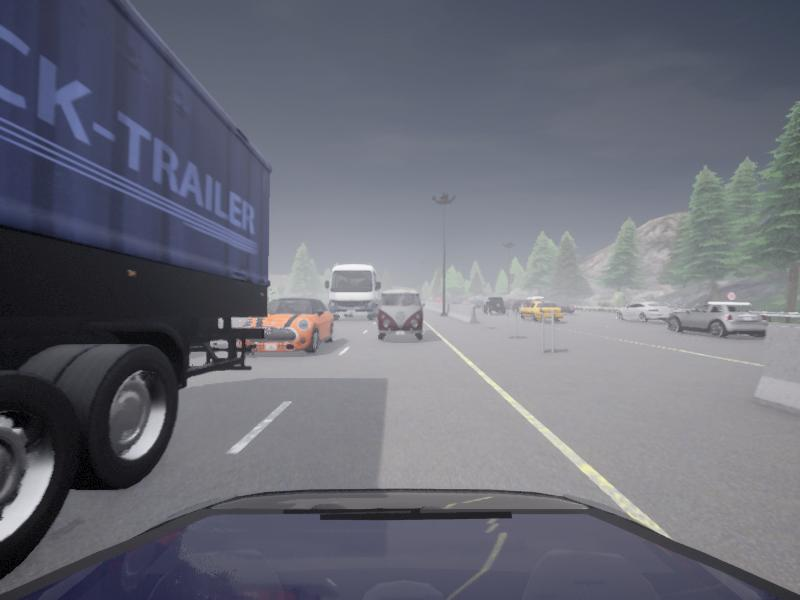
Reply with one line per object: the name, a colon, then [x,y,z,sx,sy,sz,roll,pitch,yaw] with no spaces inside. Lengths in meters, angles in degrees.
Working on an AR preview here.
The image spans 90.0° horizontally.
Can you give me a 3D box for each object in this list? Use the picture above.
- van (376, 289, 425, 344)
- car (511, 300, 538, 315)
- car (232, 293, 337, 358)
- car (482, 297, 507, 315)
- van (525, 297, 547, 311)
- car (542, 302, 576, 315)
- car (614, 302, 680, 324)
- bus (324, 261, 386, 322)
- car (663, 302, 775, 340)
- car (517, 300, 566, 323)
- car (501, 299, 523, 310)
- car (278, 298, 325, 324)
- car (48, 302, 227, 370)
van: [0.018,0.596,16.510,1.775,1.987,4.442,0,0,0]
car: [14.053,0.780,45.495,1.851,1.617,3.988,0,0,0]
car: [-3.486,0.693,13.089,2.097,1.767,4.553,0,0,0]
car: [10.550,0.638,45.088,1.905,1.878,3.866,0,0,0]
van: [21.115,0.560,62.412,2.069,2.038,4.480,-1,0,2]
car: [17.548,0.936,44.461,1.895,1.301,4.718,0,0,0]
car: [17.532,0.865,28.684,1.812,1.442,4.674,0,0,0]
bus: [-3.342,-0.532,33.297,3.944,4.253,10.273,0,-1,0]
car: [14.020,0.850,17.913,1.970,1.475,3.806,0,0,0]
car: [10.533,0.797,30.279,1.801,1.575,5.366,0,0,0]
car: [17.550,0.746,62.864,2.242,1.667,4.611,0,0,0]
car: [-6.970,0.744,28.937,2.242,1.667,4.611,0,1,0]
car: [-6.988,0.821,11.507,1.882,1.535,5.008,0,0,0]
